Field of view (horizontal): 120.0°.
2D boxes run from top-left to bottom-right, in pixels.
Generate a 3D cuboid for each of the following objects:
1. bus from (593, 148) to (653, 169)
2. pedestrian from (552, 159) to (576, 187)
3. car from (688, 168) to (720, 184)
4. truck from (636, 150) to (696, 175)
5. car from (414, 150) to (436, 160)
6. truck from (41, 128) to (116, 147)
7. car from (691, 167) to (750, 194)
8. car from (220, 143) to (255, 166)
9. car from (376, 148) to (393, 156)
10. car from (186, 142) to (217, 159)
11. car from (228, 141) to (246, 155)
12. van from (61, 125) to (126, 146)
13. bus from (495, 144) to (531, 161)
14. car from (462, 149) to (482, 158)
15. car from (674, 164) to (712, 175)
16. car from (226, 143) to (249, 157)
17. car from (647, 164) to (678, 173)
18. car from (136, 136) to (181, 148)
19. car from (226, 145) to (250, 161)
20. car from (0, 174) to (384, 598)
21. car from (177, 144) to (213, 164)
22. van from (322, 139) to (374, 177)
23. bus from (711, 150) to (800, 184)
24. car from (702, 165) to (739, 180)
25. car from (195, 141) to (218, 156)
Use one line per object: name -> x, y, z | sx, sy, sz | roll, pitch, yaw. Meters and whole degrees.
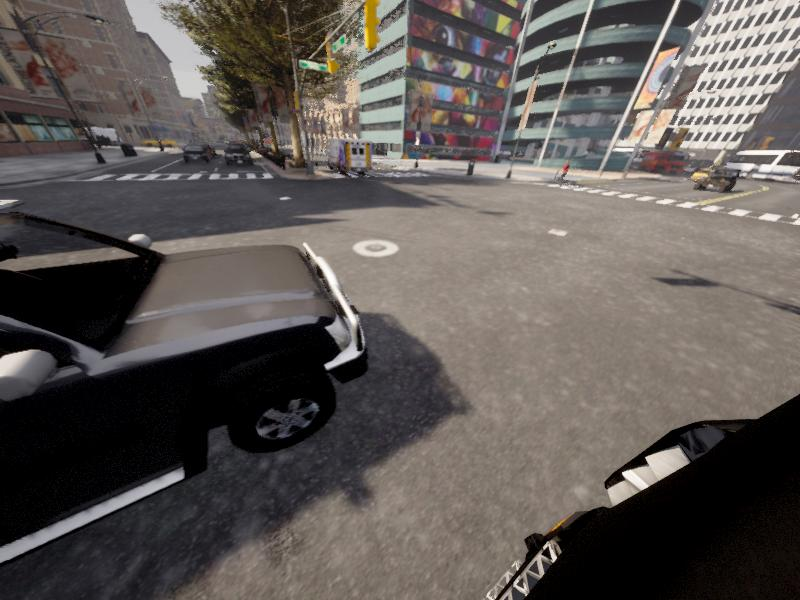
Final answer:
bus -> 59.130, -37.960, 61.818 | 3.944, 4.253, 10.273 | -7, 35, -15
pedestrian -> 13.362, -10.340, 18.815 | 0.751, 1.860, 0.751 | -18, 39, -28
car -> 39.832, -16.342, 30.241 | 5.366, 1.575, 1.801 | -22, 41, -32
truck -> 52.947, -27.823, 46.492 | 2.891, 3.827, 8.468 | 9, 34, 10
car -> 5.449, -31.731, 50.437 | 2.128, 1.511, 4.902 | -16, 38, -26
truck -> -50.674, -25.798, 36.723 | 6.274, 2.098, 2.390 | -17, 38, -27
car -> 28.698, -10.790, 20.734 | 3.866, 1.878, 1.905 | -16, 38, -26
car -> -15.898, -14.358, 22.720 | 2.242, 1.667, 4.611 | -16, 38, -26
car -> -3.956, -36.435, 56.818 | 2.161, 1.482, 4.786 | -16, 38, -26
car -> -23.219, -17.667, 27.231 | 2.007, 1.525, 4.514 | -16, 38, -26
car -> -26.262, -24.548, 37.245 | 1.851, 1.617, 3.988 | -16, 38, -26
van -> -51.901, -27.934, 39.433 | 5.915, 2.561, 1.988 | -18, 39, -28
bus -> 39.184, -51.629, 80.742 | 3.944, 4.253, 10.273 | -16, 38, -26
car -> 21.794, -44.440, 70.202 | 2.435, 2.045, 5.566 | -16, 38, -26
car -> 64.044, -28.668, 50.673 | 2.038, 1.542, 4.974 | 3, 34, 0
car -> -22.915, -21.207, 32.583 | 2.128, 1.511, 4.902 | -16, 38, -26
car -> 57.006, -28.615, 50.286 | 1.895, 1.301, 4.718 | 5, 34, 3
car -> -45.459, -29.808, 43.627 | 1.801, 1.575, 5.366 | 27, 41, 32
car -> -19.560, -17.833, 27.916 | 1.994, 1.385, 4.181 | -16, 38, -26
car -> -2.604, 0.382, 1.469 | 4.605, 1.855, 1.932 | -16, 38, -26
car -> -19.830, -14.338, 22.579 | 1.812, 1.442, 4.674 | -16, 38, -26
van -> -4.612, -12.350, 19.926 | 2.351, 2.431, 6.366 | -15, 38, -25
bus -> 61.254, -23.037, 39.586 | 3.944, 4.253, 10.273 | 14, 35, 15
car -> 52.434, -20.938, 37.888 | 1.905, 1.878, 3.866 | 21, 37, 24
car -> -26.543, -20.900, 31.847 | 1.837, 1.490, 4.892 | -16, 38, -27
